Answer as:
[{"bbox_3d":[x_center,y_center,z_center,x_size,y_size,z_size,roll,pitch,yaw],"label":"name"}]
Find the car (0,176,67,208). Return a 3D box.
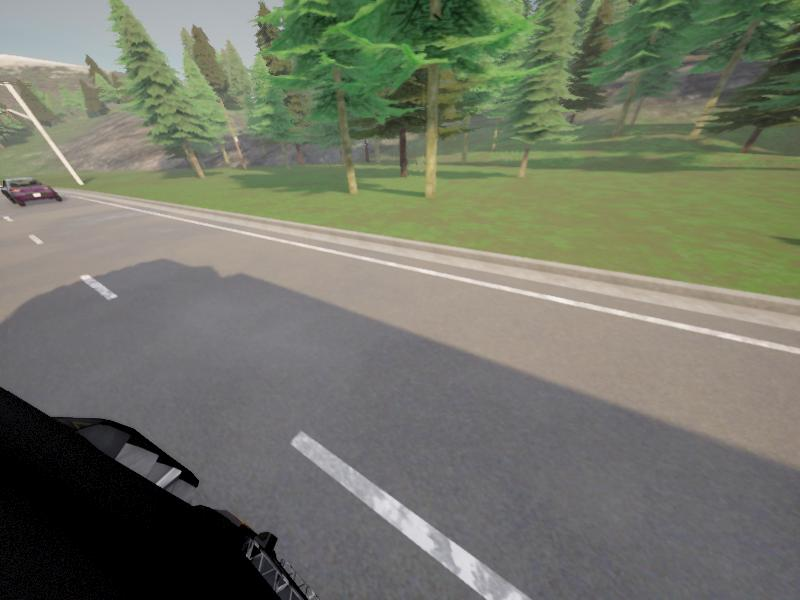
[{"bbox_3d":[-24.355,-7.179,15.125,4.193,1.474,1.816,16,38,25],"label":"car"}]
